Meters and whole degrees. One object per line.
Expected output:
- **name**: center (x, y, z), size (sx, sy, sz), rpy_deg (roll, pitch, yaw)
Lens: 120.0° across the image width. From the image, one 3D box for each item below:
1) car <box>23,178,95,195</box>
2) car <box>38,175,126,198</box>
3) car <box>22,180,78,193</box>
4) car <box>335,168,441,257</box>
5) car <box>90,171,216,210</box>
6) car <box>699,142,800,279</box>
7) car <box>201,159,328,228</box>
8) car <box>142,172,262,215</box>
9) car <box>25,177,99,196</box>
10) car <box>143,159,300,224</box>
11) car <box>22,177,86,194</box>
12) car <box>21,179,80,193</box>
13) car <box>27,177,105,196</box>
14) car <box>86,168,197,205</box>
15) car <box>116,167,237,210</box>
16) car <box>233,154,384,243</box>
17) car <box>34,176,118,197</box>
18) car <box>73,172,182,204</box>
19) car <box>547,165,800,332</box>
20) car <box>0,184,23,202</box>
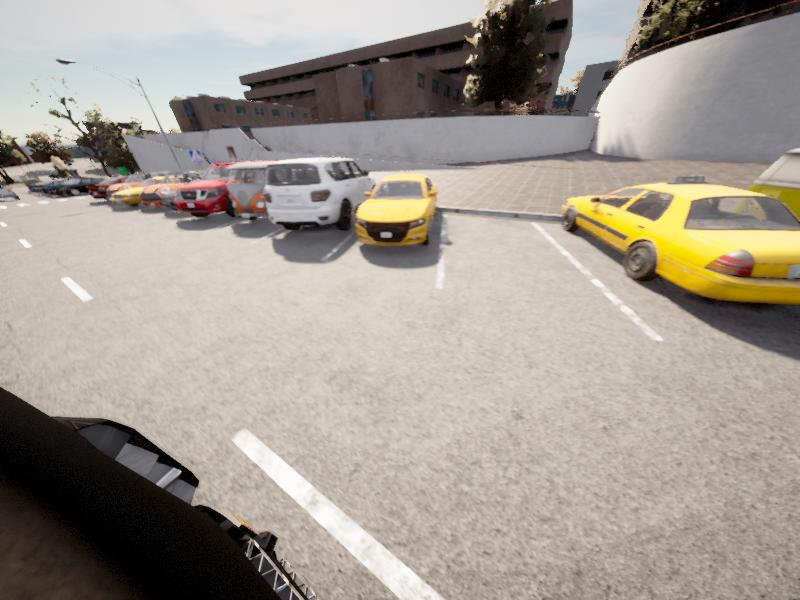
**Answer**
- **car**: center (-45.989, -15.458, 31.366), size (2.231, 1.521, 4.892), rpy_deg (3, 32, 13)
- **car**: center (-33.311, -12.114, 24.522), size (2.097, 1.535, 5.008), rpy_deg (3, 32, 10)
- **car**: center (-60.699, -19.834, 40.242), size (2.163, 1.488, 4.792), rpy_deg (5, 33, 15)
- **car**: center (0.108, -3.077, 7.261), size (2.097, 1.535, 5.008), rpy_deg (4, 33, 9)
- **car**: center (-15.356, -7.255, 15.002), size (1.946, 1.575, 5.366), rpy_deg (3, 33, 10)
- **car**: center (7.804, -1.009, 3.122), size (1.878, 1.987, 4.442), rpy_deg (4, 33, 9)
- **car**: center (-5.070, -4.649, 9.661), size (1.878, 1.987, 4.442), rpy_deg (4, 33, 10)
- **car**: center (-10.184, -5.915, 12.536), size (2.002, 1.452, 4.674), rpy_deg (4, 33, 10)
- **car**: center (-43.480, -14.770, 29.962), size (2.231, 1.521, 4.892), rpy_deg (3, 32, 12)
- **car**: center (-7.625, -5.432, 11.034), size (2.435, 2.045, 5.566), rpy_deg (4, 33, 10)
- **car**: center (-50.950, -16.996, 34.194), size (2.185, 1.767, 4.553), rpy_deg (5, 33, 13)
- **car**: center (-58.296, -19.078, 38.675), size (2.231, 1.521, 4.892), rpy_deg (5, 33, 15)
- **car**: center (-40.955, -14.091, 28.576), size (2.231, 1.521, 4.892), rpy_deg (3, 32, 12)
- **car**: center (-17.899, -8.170, 16.446), size (2.185, 1.767, 4.553), rpy_deg (3, 33, 10)
- **car**: center (-12.758, -6.773, 13.792), size (2.185, 1.767, 4.553), rpy_deg (3, 33, 10)
- **car**: center (-2.478, -4.028, 8.454), size (2.435, 2.045, 5.566), rpy_deg (3, 33, 10)
- **car**: center (-35.865, -12.774, 25.869), size (2.097, 1.535, 5.008), rpy_deg (3, 32, 11)
- **car**: center (-20.476, -8.734, 17.813), size (2.097, 1.535, 5.008), rpy_deg (3, 33, 10)
- **car**: center (5.281, -1.717, 4.798), size (1.946, 1.575, 5.366), rpy_deg (4, 33, 10)
- **car**: center (-41.771, -11.164, 24.088), size (3.633, 1.501, 1.845), rpy_deg (15, 37, 28)
